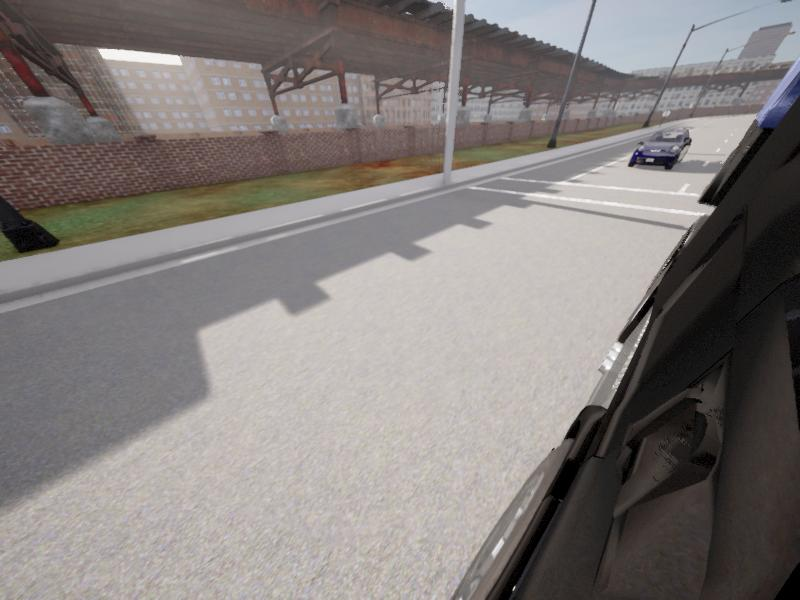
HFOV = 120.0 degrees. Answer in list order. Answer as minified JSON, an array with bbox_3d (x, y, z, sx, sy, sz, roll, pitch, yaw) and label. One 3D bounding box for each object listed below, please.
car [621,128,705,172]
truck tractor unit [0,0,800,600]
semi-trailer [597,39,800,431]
[{"bbox_3d":[13.247,-7.654,11.659,3.633,1.501,1.845,-28,44,-30],"label":"car"},{"bbox_3d":[2.645,-0.295,0.352,6.516,4.208,3.053,-28,44,-30],"label":"truck tractor unit"},{"bbox_3d":[8.703,-3.607,4.216,14.254,4.402,2.717,-28,44,-30],"label":"semi-trailer"}]
